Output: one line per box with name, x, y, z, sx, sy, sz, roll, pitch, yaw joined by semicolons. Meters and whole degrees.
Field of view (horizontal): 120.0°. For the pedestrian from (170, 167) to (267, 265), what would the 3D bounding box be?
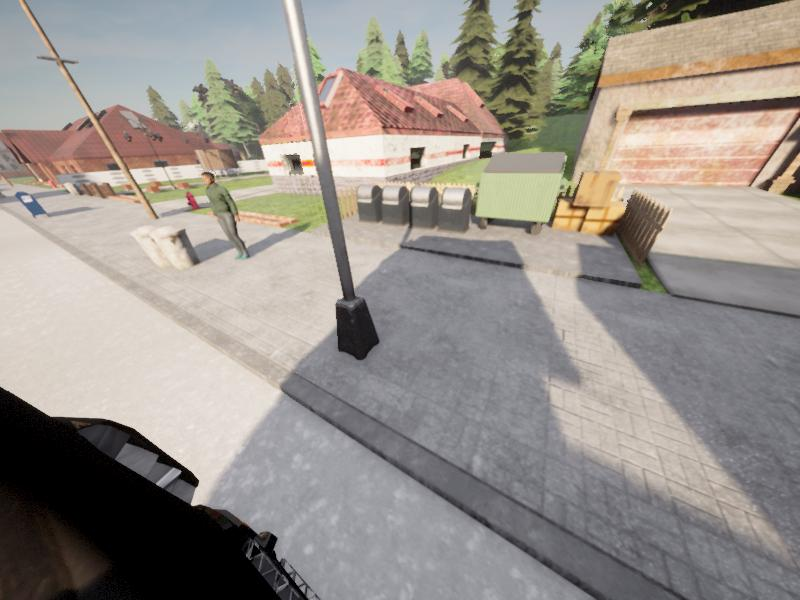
pedestrian;-3.824;-1.795;5.061;0.751;1.860;0.751;7;35;14
